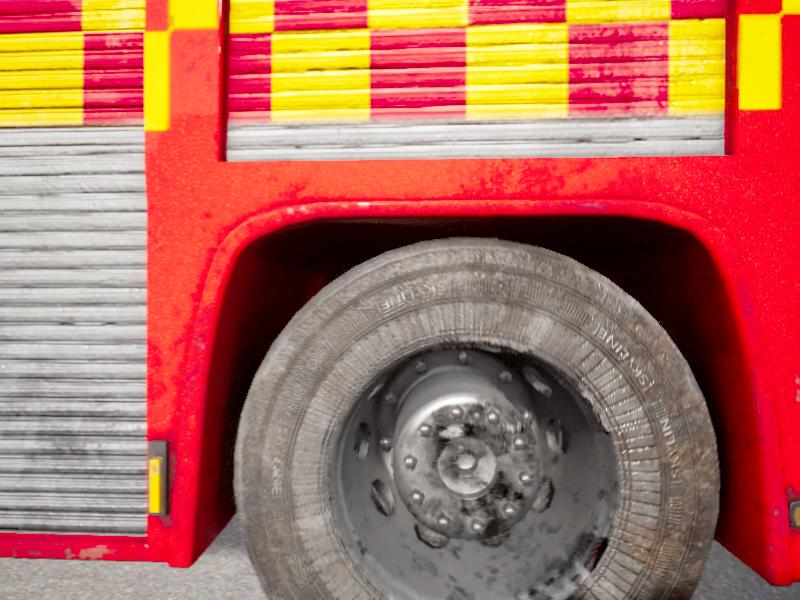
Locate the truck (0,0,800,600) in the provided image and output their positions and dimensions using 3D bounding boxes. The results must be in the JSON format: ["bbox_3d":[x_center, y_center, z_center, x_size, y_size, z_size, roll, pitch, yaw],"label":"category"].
[{"bbox_3d":[-2.199,-0.921,2.373,8.468,3.827,2.891,0,0,2],"label":"truck"}]
